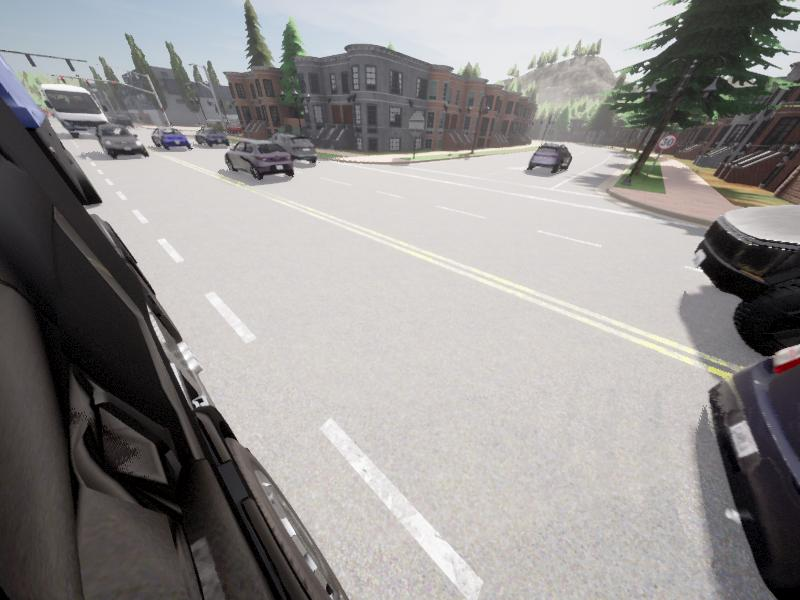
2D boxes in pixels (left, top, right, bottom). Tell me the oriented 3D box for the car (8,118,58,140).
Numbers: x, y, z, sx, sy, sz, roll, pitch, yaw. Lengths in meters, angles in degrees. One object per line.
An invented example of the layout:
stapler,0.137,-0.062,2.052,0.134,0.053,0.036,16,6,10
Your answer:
car,-33.714,-15.784,21.319,3.633,1.501,1.845,28,44,30

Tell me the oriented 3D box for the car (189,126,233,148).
car,-18.210,-15.699,22.230,4.193,1.474,1.816,28,44,30

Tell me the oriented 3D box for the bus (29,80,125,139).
bus,-34.951,-20.398,25.129,10.273,4.253,3.944,28,44,30

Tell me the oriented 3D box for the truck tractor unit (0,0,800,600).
truck tractor unit,-2.645,-0.295,0.351,6.516,4.208,3.053,28,44,30

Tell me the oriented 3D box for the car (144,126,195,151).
car,-19.222,-13.499,19.228,4.193,1.474,1.816,28,44,30

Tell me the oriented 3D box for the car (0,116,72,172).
car,-18.110,-7.587,11.064,4.605,1.855,1.932,28,44,30

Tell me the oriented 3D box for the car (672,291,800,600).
car,3.793,1.514,0.584,3.633,1.501,1.845,28,44,30

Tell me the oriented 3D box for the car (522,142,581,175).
car,10.935,-10.263,16.617,2.033,1.649,4.856,30,45,31

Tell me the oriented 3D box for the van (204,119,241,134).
van,-31.559,-30.857,41.208,1.775,1.987,4.442,28,44,30

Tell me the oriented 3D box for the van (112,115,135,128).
van,-55.096,-35.616,46.074,4.442,1.987,1.775,28,44,30

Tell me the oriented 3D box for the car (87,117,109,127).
car,-58.481,-34.464,44.771,4.674,1.442,1.812,28,44,30

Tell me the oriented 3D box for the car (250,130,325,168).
car,-7.400,-9.995,15.169,4.856,1.649,2.033,28,44,29

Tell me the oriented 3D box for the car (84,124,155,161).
car,-17.423,-9.846,14.352,3.988,1.617,1.851,28,44,30

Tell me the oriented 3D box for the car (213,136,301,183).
car,-6.965,-6.951,11.256,4.193,1.474,1.816,28,44,30

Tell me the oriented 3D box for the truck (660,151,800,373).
truck,7.135,0.321,1.911,6.274,2.098,2.390,28,44,30

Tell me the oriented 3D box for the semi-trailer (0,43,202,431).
semi-trailer,-8.698,-3.607,4.225,14.254,4.402,2.717,28,44,30

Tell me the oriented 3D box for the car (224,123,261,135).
car,-27.726,-30.107,40.712,2.242,1.667,4.611,28,44,30
